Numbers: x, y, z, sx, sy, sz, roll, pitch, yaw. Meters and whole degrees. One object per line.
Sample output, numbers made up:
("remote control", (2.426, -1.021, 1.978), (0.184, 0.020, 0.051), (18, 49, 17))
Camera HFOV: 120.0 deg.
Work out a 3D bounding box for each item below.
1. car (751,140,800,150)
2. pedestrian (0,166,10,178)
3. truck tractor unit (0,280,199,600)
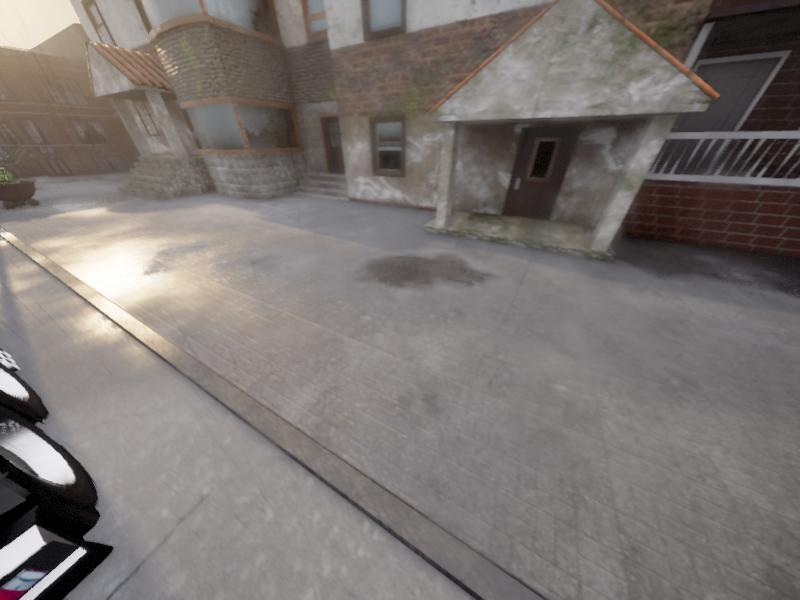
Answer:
("car", (75.142, -31.082, 46.307), (4.792, 1.488, 2.163), (17, 38, 23))
("pedestrian", (-28.863, -9.317, 16.448), (0.500, 1.100, 0.500), (10, 36, 15))
("truck tractor unit", (-5.139, -0.271, 0.741), (6.516, 4.208, 3.053), (17, 38, 23))
